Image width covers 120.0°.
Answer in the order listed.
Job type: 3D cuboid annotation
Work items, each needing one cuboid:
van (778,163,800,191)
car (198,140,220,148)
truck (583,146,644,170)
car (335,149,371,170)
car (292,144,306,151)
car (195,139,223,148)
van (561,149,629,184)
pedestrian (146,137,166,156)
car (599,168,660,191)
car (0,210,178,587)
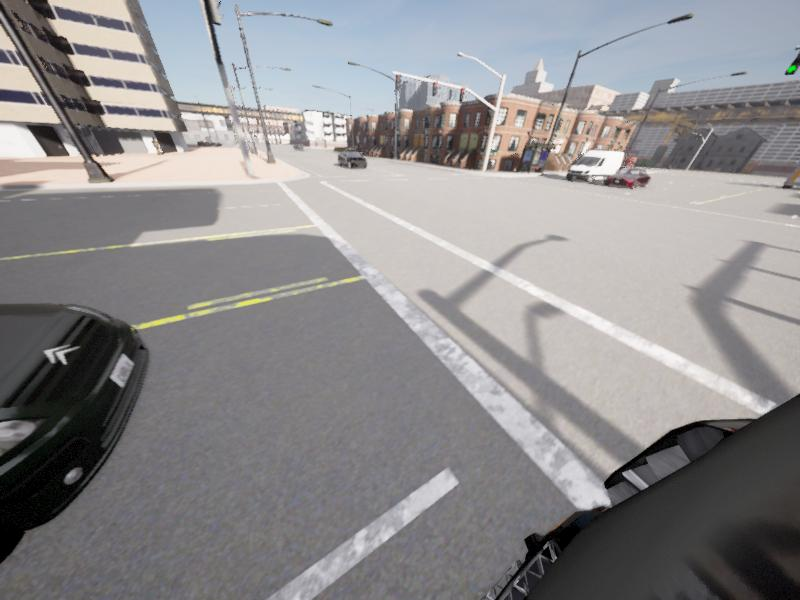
[{"bbox_3d":[44.319,-13.308,24.905,6.366,2.431,2.351,-16,38,-26],"label":"van"},{"bbox_3d":[-46.998,-38.274,56.796,3.806,1.475,1.970,-18,39,-27],"label":"car"},{"bbox_3d":[46.033,-30.947,50.197,2.891,3.827,8.468,-16,38,-26],"label":"truck"},{"bbox_3d":[-5.061,-15.067,24.647,1.930,1.638,5.238,-16,38,-26],"label":"car"},{"bbox_3d":[-26.671,-40.093,60.694,2.128,1.511,4.902,-18,39,-28],"label":"car"},{"bbox_3d":[-48.765,-40.113,59.197,5.238,1.638,1.930,-18,39,-27],"label":"car"},{"bbox_3d":[18.613,-12.713,22.040,5.915,2.561,1.988,-16,38,-26],"label":"van"},{"bbox_3d":[-29.250,-18.483,27.761,0.751,1.860,0.751,-6,35,-13],"label":"pedestrian"},{"bbox_3d":[19.068,-10.101,19.213,4.181,1.385,1.994,-16,38,-26],"label":"car"},{"bbox_3d":[-3.966,0.870,0.880,3.988,1.617,1.851,-16,38,-26],"label":"car"}]
